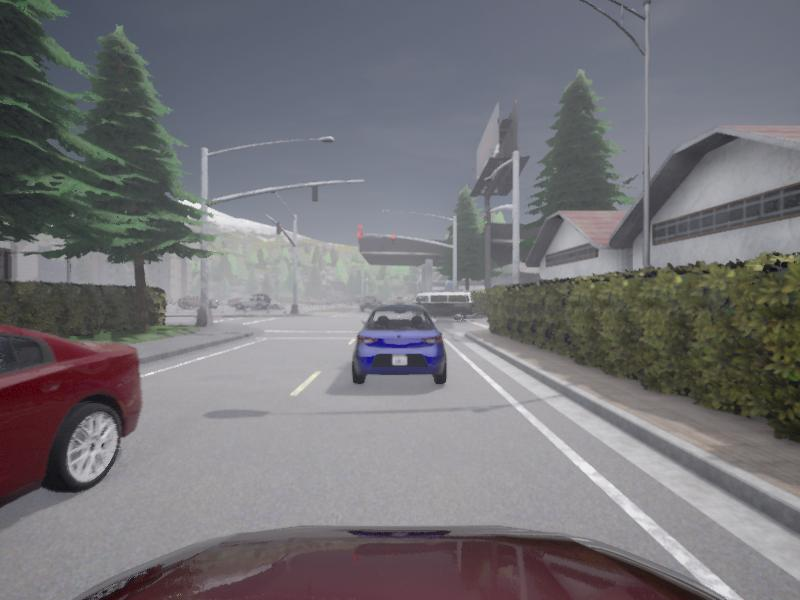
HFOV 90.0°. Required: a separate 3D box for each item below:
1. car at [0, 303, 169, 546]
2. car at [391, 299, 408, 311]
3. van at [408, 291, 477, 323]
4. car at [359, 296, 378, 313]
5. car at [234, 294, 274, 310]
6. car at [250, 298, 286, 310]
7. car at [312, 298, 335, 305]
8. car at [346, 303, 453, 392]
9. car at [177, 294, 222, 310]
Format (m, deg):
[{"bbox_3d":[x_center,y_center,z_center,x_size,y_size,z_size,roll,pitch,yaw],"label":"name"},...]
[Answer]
[{"bbox_3d":[-3.502,0.815,1.928,1.882,1.535,5.008,0,0,0],"label":"car"},{"bbox_3d":[-0.062,0.618,52.258,2.007,1.525,4.514,0,0,0],"label":"car"},{"bbox_3d":[2.996,0.438,27.917,4.480,2.038,2.069,1,2,17],"label":"van"},{"bbox_3d":[-3.556,0.460,46.132,1.905,1.878,3.866,0,0,0],"label":"car"},{"bbox_3d":[-16.831,0.235,46.172,3.866,1.878,1.905,0,0,-1],"label":"car"},{"bbox_3d":[-16.244,0.505,49.502,3.806,1.475,1.970,0,0,-1],"label":"car"},{"bbox_3d":[-16.615,0.334,86.894,4.514,1.523,2.007,0,0,-1],"label":"car"},{"bbox_3d":[-0.012,0.818,8.858,1.816,1.474,4.193,0,0,0],"label":"car"},{"bbox_3d":[-24.722,0.242,49.402,4.605,1.855,1.932,0,0,-1],"label":"car"}]
